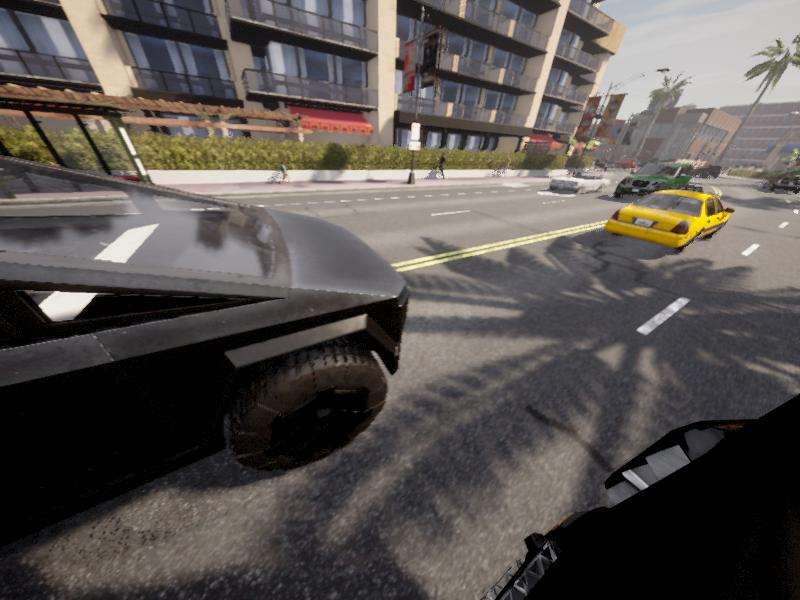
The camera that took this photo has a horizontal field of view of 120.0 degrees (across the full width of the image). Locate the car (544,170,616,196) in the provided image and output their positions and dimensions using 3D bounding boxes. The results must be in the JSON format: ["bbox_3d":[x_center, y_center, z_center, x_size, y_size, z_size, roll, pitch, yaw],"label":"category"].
[{"bbox_3d":[12.575,-8.241,16.118,4.718,1.301,1.895,-17,38,-27],"label":"car"}]

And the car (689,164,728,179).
[{"bbox_3d":[50.592,-21.188,37.991,1.905,1.878,3.866,15,36,18],"label":"car"}]

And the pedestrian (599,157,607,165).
[{"bbox_3d":[60.046,-41.102,68.301,0.751,1.860,0.751,-12,37,-22],"label":"pedestrian"}]

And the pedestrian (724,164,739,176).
[{"bbox_3d":[62.505,-24.486,43.584,0.751,1.860,0.751,-16,38,-26],"label":"pedestrian"}]

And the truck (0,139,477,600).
[{"bbox_3d":[-2.971,0.399,1.215,6.274,2.098,2.390,-16,38,-26],"label":"truck"}]

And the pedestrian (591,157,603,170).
[{"bbox_3d":[34.423,-23.821,40.372,0.751,1.860,0.751,19,37,22],"label":"pedestrian"}]

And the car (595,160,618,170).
[{"bbox_3d":[44.635,-29.233,50.032,1.970,1.475,3.806,7,34,6],"label":"car"}]

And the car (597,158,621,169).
[{"bbox_3d":[48.629,-31.900,53.913,1.905,1.878,3.866,4,34,1],"label":"car"}]

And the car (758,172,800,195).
[{"bbox_3d":[38.598,-11.760,23.166,1.851,1.617,3.988,30,42,35],"label":"car"}]

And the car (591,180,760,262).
[{"bbox_3d":[8.743,-2.730,7.297,5.366,1.575,1.801,-16,38,-26],"label":"car"}]

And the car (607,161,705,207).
[{"bbox_3d":[15.656,-7.203,14.127,5.566,2.045,2.150,-17,39,-28],"label":"car"}]

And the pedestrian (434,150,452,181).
[{"bbox_3d":[3.127,-9.894,17.025,0.751,1.860,0.751,-15,38,-25],"label":"pedestrian"}]

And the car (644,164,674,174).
[{"bbox_3d":[50.410,-25.665,45.139,1.994,1.385,4.181,11,35,12],"label":"car"}]

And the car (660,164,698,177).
[{"bbox_3d":[47.705,-22.345,39.690,2.242,1.667,4.611,16,35,19],"label":"car"}]

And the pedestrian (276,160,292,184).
[{"bbox_3d":[-6.266,-6.889,12.464,0.500,1.100,0.500,-14,37,-24],"label":"pedestrian"}]

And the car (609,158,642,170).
[{"bbox_3d":[52.126,-31.660,53.678,2.150,2.045,5.566,4,34,1],"label":"car"}]

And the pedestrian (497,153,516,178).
[{"bbox_3d":[9.449,-11.933,20.580,0.751,1.860,0.751,-14,37,-24],"label":"pedestrian"}]
